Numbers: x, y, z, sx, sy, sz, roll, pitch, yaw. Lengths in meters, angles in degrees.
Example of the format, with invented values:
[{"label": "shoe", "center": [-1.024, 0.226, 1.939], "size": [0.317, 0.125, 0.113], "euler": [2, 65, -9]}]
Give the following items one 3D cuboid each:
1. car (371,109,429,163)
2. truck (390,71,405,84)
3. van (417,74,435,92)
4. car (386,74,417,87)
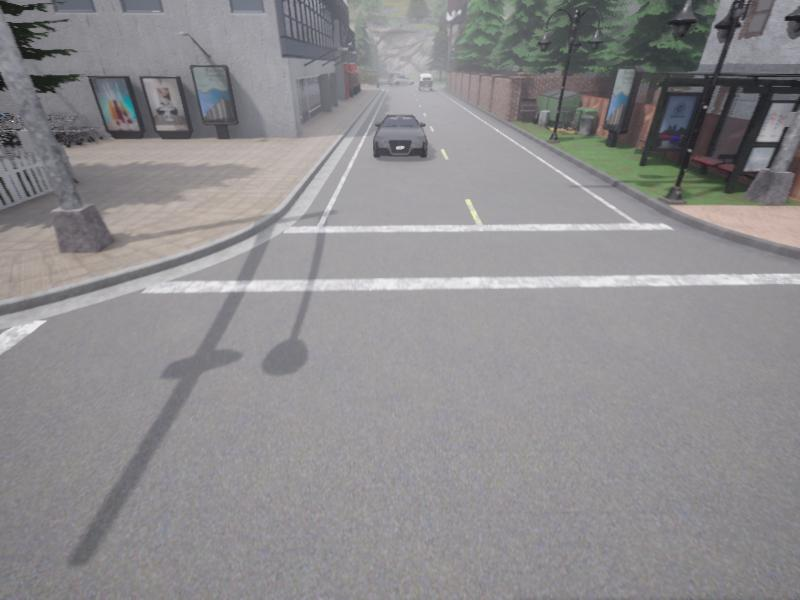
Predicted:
[{"label": "car", "center": [0.011, -6.604, 15.888], "size": [1.994, 1.385, 4.181], "euler": [0, 30, 0]}, {"label": "truck", "center": [-0.479, -44.555, 79.902], "size": [2.390, 2.098, 6.274], "euler": [-3, 31, -5]}, {"label": "van", "center": [3.529, -29.868, 54.923], "size": [2.069, 2.038, 4.480], "euler": [0, 30, 0]}, {"label": "car", "center": [0.234, -36.862, 67.189], "size": [4.611, 1.667, 2.242], "euler": [-16, 34, -31]}]
